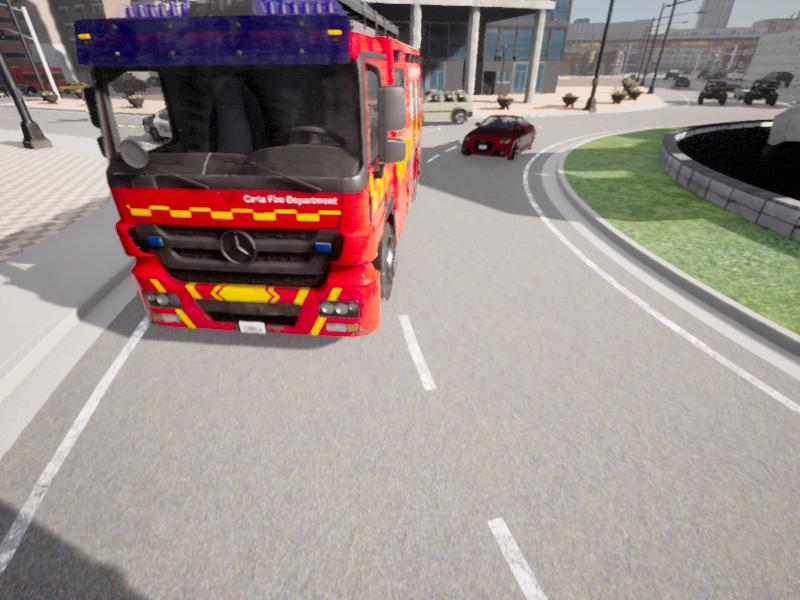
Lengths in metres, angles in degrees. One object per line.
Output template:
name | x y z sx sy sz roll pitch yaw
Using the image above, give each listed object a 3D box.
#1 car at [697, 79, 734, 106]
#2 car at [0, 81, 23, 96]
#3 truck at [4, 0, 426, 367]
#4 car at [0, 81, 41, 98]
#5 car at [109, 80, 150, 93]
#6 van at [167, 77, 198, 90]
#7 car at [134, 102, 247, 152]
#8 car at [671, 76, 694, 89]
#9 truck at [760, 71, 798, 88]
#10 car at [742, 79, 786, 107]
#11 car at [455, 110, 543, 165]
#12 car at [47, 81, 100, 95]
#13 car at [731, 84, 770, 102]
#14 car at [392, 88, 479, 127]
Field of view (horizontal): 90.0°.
car | 27.679 -18.301 35.202 1.905 1.878 3.866 17 34 27
car | -52.447 -27.160 51.489 1.930 1.638 5.238 12 32 19
truck | -1.237 -3.064 7.468 2.891 3.827 8.468 3 30 6
car | -49.139 -26.585 50.489 1.930 1.638 5.238 12 32 20
car | -42.697 -33.866 63.292 2.033 1.649 4.856 12 32 20
van | -38.628 -38.603 71.315 1.775 1.987 4.442 12 32 20
car | -9.553 -7.972 18.206 4.974 1.542 2.038 19 35 29
car | 41.573 -32.047 58.988 1.837 1.490 4.892 13 33 22
truck | 59.023 -34.561 62.539 2.390 2.098 6.274 13 33 22
car | 31.296 -17.921 34.521 1.905 1.878 3.866 17 34 27
car | 3.983 -6.496 15.730 1.994 1.385 4.181 16 34 26
car | -46.063 -30.038 56.600 1.801 1.575 5.366 12 32 20
car | 34.634 -20.588 39.644 1.895 1.301 4.718 15 34 24
car | 2.014 -11.383 23.599 4.605 1.855 1.932 -7 31 -11
